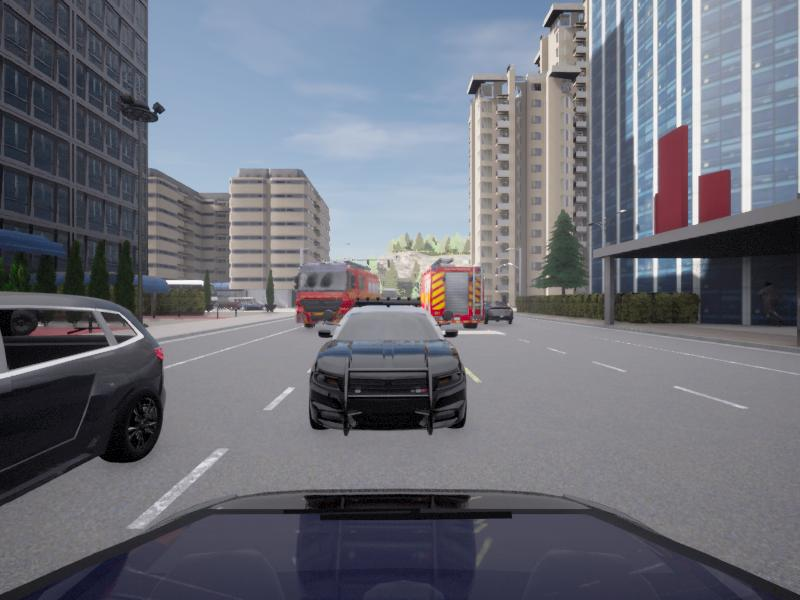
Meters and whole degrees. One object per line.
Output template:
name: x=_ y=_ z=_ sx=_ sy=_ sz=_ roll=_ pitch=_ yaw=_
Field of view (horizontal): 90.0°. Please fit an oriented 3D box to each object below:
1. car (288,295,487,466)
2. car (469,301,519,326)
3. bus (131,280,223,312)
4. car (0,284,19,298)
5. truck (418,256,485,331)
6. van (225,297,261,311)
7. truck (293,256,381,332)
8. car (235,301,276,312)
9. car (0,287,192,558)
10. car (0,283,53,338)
car: x=-0.189 y=0.771 z=6.483 sx=1.930 sy=1.638 sz=5.238 roll=0 pitch=0 yaw=-2
car: x=6.286 y=0.836 z=27.390 sx=2.128 sy=1.511 sz=4.902 roll=0 pitch=0 yaw=-2
bus: x=-30.149 y=-0.535 z=54.400 sx=10.273 sy=4.253 sz=3.944 roll=0 pitch=0 yaw=-1
car: x=-16.357 y=-0.347 z=15.659 sx=1.750 sy=0.535 sz=1.642 roll=0 pitch=0 yaw=29
truck: x=2.854 y=-0.321 z=24.811 sx=2.891 sy=3.827 sz=8.468 roll=0 pitch=0 yaw=-1
van: x=-22.666 y=0.598 z=57.894 sx=4.442 sy=1.987 sz=1.775 roll=0 pitch=0 yaw=-1
truck: x=-3.436 y=-0.321 z=24.540 sx=2.891 sy=3.827 sz=8.468 roll=0 pitch=0 yaw=8
car: x=-19.635 y=0.851 z=54.438 sx=4.792 sy=1.488 sz=2.163 roll=0 pitch=0 yaw=-1
car: x=-3.586 y=0.756 z=2.516 sx=2.242 sy=1.667 sz=4.611 roll=0 pitch=0 yaw=-1
car: x=-17.017 y=0.402 z=14.472 sx=2.390 sy=2.098 sz=6.274 roll=0 pitch=0 yaw=29
